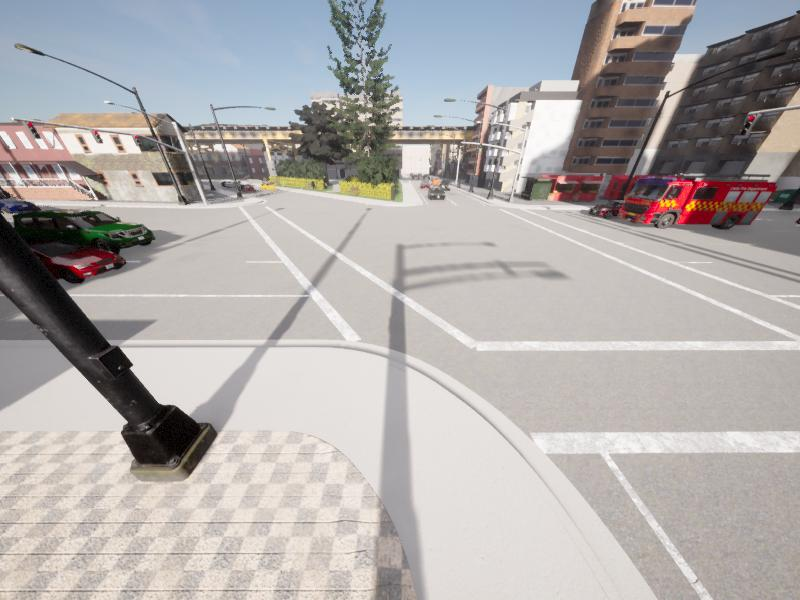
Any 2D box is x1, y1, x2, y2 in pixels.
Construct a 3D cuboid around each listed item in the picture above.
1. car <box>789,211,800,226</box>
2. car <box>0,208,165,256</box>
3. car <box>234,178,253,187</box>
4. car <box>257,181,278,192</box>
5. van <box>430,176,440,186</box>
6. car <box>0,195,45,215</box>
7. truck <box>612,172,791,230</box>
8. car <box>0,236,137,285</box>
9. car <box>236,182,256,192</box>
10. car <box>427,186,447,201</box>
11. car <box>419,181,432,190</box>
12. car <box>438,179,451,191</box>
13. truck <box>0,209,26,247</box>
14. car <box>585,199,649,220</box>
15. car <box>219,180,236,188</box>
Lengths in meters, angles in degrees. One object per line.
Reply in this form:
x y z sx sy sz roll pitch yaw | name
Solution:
36.440 -6.848 18.967 4.553 1.767 2.097 0 30 -1 | car
-17.093 -3.729 12.607 5.566 2.045 2.150 0 30 0 | car
-37.629 -28.160 55.463 5.027 1.651 2.152 26 39 37 | car
-26.312 -22.549 45.786 5.366 1.575 1.801 26 39 37 | car
8.984 -30.512 59.170 1.775 1.987 4.442 0 30 0 | van
-37.126 -8.894 21.592 4.181 1.385 1.994 1 30 -1 | car
23.136 -7.864 18.354 8.468 3.827 2.891 0 30 -1 | truck
-14.448 -1.704 9.698 4.193 1.474 1.816 0 30 0 | car
-29.553 -21.635 44.307 3.806 1.475 1.970 26 39 38 | car
5.324 -15.635 33.769 2.152 1.651 5.027 0 30 1 | car
5.424 -24.466 49.209 2.163 1.488 4.792 0 30 0 | car
8.912 -23.295 46.786 1.905 1.878 3.866 0 30 0 | car
-27.438 -4.591 12.104 8.468 3.827 2.891 1 30 -1 | truck
20.444 -8.612 21.937 3.806 1.475 1.970 0 30 0 | car
-39.531 -26.579 52.871 3.806 1.475 1.970 26 39 38 | car
